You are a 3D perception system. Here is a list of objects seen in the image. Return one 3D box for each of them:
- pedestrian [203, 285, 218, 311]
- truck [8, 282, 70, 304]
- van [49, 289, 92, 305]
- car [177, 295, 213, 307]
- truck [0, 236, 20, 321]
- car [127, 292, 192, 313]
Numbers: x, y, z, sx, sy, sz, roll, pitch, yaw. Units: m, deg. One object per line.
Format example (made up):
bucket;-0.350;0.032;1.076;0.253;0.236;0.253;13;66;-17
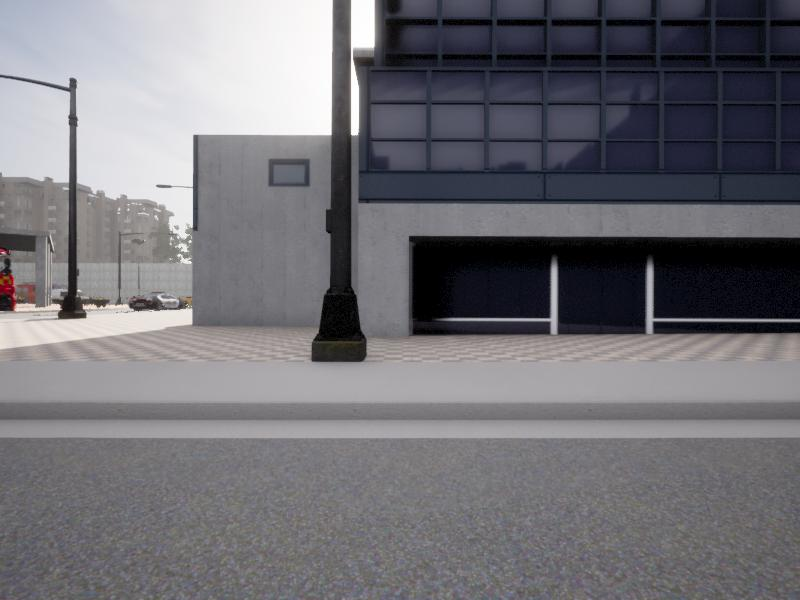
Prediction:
pedestrian;-13.512;-0.144;28.557;0.751;1.860;0.751;0;0;-9
truck;-63.288;-1.211;70.258;8.468;3.827;2.891;0;0;2
van;-54.351;-0.542;66.080;5.915;2.561;1.988;0;0;8
car;-28.117;0.108;54.786;5.008;1.535;1.882;0;0;29
truck;-19.615;-0.975;14.885;2.891;3.827;8.468;0;0;0
car;-19.161;0.164;32.198;2.038;1.542;4.974;0;0;4
